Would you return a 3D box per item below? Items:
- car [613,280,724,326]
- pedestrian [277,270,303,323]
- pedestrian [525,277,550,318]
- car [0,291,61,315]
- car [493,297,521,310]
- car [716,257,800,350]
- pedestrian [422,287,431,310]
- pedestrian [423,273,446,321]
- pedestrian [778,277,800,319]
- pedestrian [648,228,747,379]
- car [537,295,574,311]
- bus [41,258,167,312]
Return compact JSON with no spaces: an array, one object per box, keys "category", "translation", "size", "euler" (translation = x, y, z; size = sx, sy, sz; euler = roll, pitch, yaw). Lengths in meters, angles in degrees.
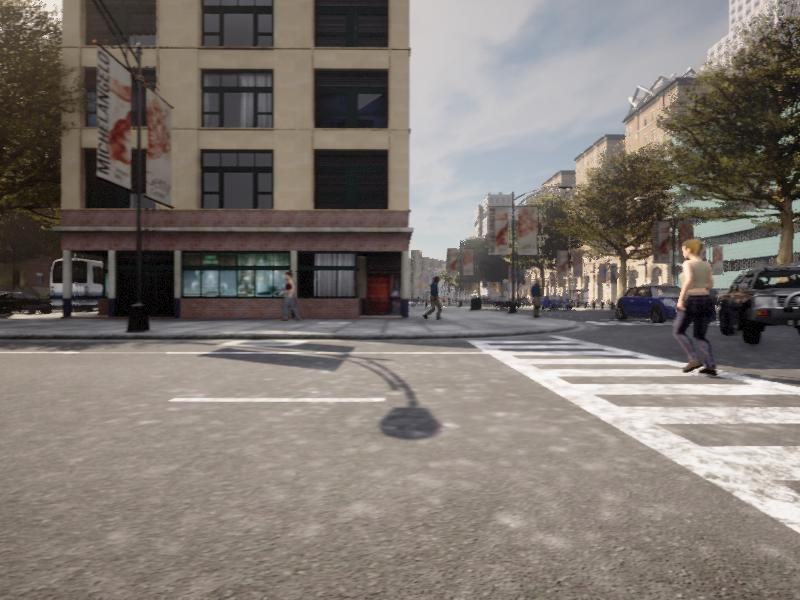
[{"category":"car","translation":[11.715,0.112,17.932],"size":[2.097,1.767,4.553],"euler":[0,0,3]},{"category":"pedestrian","translation":[-3.989,-0.123,14.532],"size":[0.751,1.860,0.751],"euler":[0,0,-3]},{"category":"pedestrian","translation":[6.339,-0.106,18.463],"size":[0.751,1.860,0.751],"euler":[0,0,-20]},{"category":"car","translation":[-26.026,0.193,27.057],"size":[2.128,1.511,4.902],"euler":[0,0,-1]},{"category":"car","translation":[11.811,0.362,44.530],"size":[1.895,1.301,4.718],"euler":[0,0,0]},{"category":"car","translation":[9.345,0.066,9.815],"size":[1.932,1.855,4.605],"euler":[0,0,31]},{"category":"pedestrian","translation":[2.213,-0.112,33.249],"size":[0.751,1.860,0.751],"euler":[0,0,4]},{"category":"pedestrian","translation":[1.344,-0.114,15.693],"size":[0.751,1.860,0.751],"euler":[0,0,-10]},{"category":"pedestrian","translation":[17.746,-0.080,18.036],"size":[0.751,1.860,0.751],"euler":[0,0,-13]},{"category":"pedestrian","translation":[3.951,0.042,5.369],"size":[0.751,1.860,0.751],"euler":[0,0,-9]},{"category":"car","translation":[15.329,0.294,39.664],"size":[1.812,1.442,4.674],"euler":[0,0,0]},{"category":"bus","translation":[-26.234,-1.177,36.542],"size":[3.944,4.253,10.273],"euler":[0,0,0]}]
